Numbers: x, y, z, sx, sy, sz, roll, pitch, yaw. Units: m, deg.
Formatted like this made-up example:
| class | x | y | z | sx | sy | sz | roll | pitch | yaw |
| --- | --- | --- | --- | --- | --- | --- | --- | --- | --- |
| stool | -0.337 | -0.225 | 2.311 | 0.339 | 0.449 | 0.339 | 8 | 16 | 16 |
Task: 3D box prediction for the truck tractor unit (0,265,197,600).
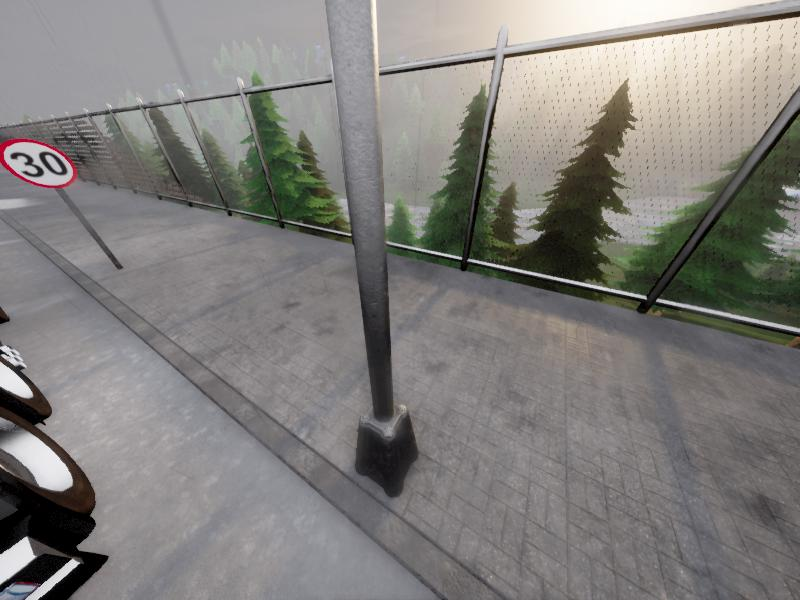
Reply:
| class | x | y | z | sx | sy | sz | roll | pitch | yaw |
| --- | --- | --- | --- | --- | --- | --- | --- | --- | --- |
| truck tractor unit | -5.113 | -0.299 | 0.778 | 6.516 | 4.208 | 3.053 | 18 | 39 | 24 |
